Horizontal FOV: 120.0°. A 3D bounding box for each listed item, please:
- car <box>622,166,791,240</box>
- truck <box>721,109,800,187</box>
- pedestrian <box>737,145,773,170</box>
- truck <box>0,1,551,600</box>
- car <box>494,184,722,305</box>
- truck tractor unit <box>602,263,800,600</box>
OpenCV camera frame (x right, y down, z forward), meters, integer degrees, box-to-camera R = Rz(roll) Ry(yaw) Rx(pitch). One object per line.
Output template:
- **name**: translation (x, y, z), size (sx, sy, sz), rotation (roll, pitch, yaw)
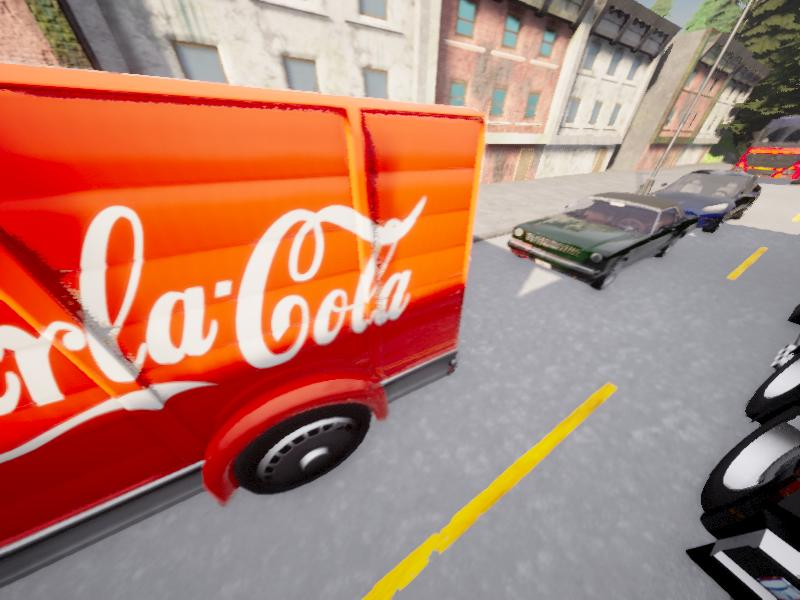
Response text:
- **car**: translation (10.376, -3.536, 7.881), size (4.792, 1.488, 2.163), rotation (-18, 39, -24)
- **truck**: translation (27.160, -10.018, 15.293), size (8.468, 3.827, 2.891), rotation (-11, 36, -16)
- **pedestrian**: translation (32.517, -13.069, 21.220), size (0.751, 1.860, 0.751), rotation (-3, 35, -4)
- **truck**: translation (-2.258, 0.175, 1.569), size (5.204, 2.467, 2.627), rotation (-18, 39, -24)
- **car**: translation (4.648, -1.588, 5.193), size (4.718, 1.301, 1.895), rotation (-18, 39, -25)
- **truck tractor unit**: translation (5.118, -0.293, 0.786), size (6.516, 4.208, 3.053), rotation (-18, 39, -24)
